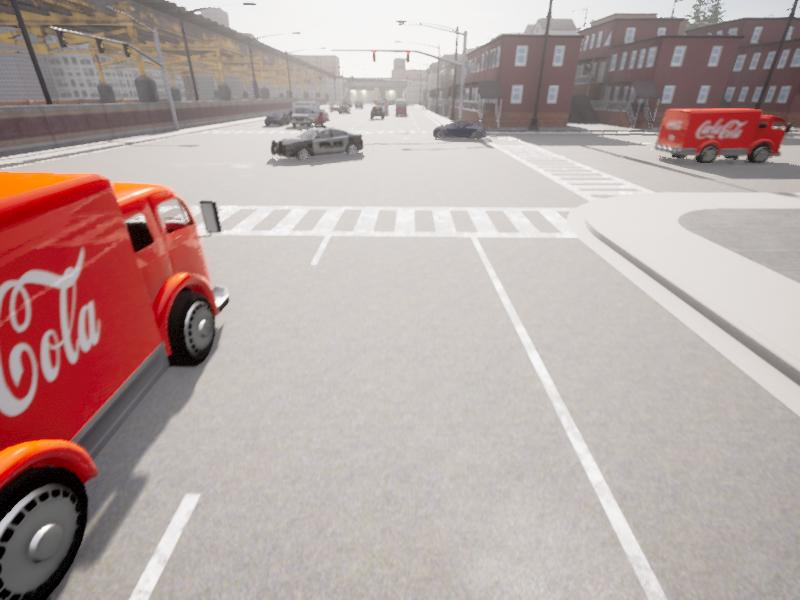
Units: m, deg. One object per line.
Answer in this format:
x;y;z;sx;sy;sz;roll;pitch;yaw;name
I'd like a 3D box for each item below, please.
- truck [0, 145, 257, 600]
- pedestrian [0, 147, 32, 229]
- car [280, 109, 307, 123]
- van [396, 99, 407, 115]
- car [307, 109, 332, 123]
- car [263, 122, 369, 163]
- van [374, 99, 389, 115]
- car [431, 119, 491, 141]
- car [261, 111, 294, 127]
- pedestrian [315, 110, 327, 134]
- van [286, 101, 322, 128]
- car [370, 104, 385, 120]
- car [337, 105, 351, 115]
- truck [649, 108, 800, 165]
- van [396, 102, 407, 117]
-3.553;0.322;3.322;2.627;2.467;5.204;0;27;1;truck
-10.262;-2.779;10.000;0.751;1.860;0.751;-3;27;-6;pedestrian
-13.825;-24.074;52.233;2.033;1.411;5.357;0;27;0;car
0.246;-35.203;72.767;1.988;2.561;5.915;0;27;0;van
-10.325;-23.790;51.680;2.033;1.411;5.357;0;27;0;car
-4.434;-8.662;21.811;5.238;1.638;1.930;-21;33;-35;car
-3.246;-34.600;71.707;2.351;2.431;6.366;0;27;0;van
4.743;-13.266;31.129;4.181;1.385;1.994;10;29;19;car
-13.850;-20.637;45.508;2.033;1.411;5.357;0;27;0;car
-6.953;-15.641;35.173;0.751;1.860;0.751;1;27;3;pedestrian
-10.355;-20.407;43.927;2.351;2.431;6.366;0;27;0;van
-3.297;-27.600;58.618;1.932;1.855;4.605;0;28;0;car
-10.242;-34.859;73.233;1.837;1.490;4.892;0;27;0;car
16.338;-8.347;20.304;5.204;2.467;2.627;1;27;1;truck
0.225;-31.847;66.802;1.775;1.987;4.442;0;27;0;van
